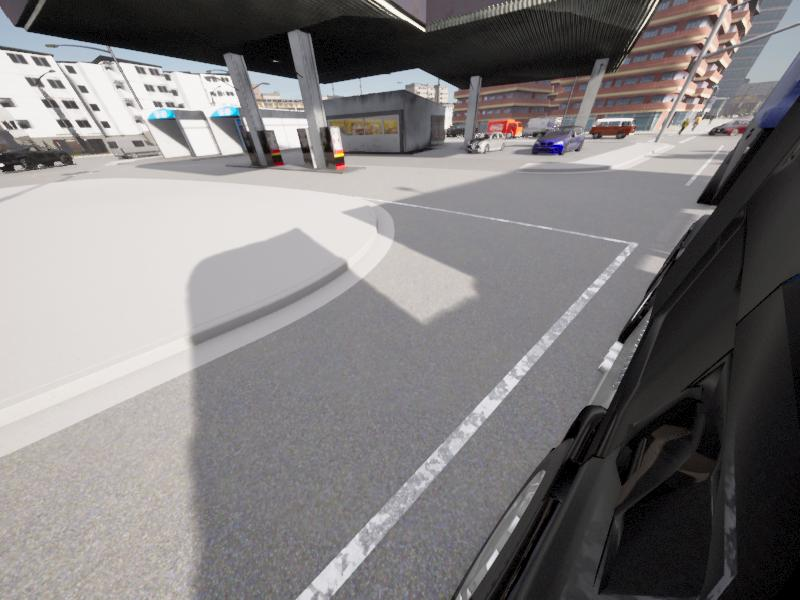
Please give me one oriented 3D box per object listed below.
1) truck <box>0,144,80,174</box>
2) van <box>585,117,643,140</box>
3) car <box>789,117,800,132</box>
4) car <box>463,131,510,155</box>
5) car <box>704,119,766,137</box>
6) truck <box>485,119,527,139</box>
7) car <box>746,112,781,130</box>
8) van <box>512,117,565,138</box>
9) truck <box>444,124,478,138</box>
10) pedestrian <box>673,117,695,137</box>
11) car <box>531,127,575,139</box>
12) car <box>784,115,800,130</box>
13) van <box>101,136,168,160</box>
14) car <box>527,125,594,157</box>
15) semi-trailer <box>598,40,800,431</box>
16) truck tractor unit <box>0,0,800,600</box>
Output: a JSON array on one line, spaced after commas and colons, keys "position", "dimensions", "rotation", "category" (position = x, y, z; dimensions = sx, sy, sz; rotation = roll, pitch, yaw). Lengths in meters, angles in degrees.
[{"position": [-39.083, -15.120, 24.548], "dimensions": [2.390, 2.098, 6.274], "rotation": [-9, 37, -8], "category": "truck"}, {"position": [26.180, -21.072, 28.445], "dimensions": [2.069, 2.038, 4.480], "rotation": [-29, 44, -31], "category": "van"}, {"position": [47.715, -20.554, 26.732], "dimensions": [5.238, 1.638, 1.930], "rotation": [-29, 44, -30], "category": "car"}, {"position": [7.686, -14.011, 20.554], "dimensions": [3.806, 1.475, 1.970], "rotation": [-28, 44, -30], "category": "car"}, {"position": [37.571, -19.354, 25.995], "dimensions": [4.181, 1.385, 1.994], "rotation": [-9, 37, -9], "category": "car"}, {"position": [16.881, -27.418, 37.150], "dimensions": [2.627, 2.467, 5.204], "rotation": [-29, 44, -30], "category": "truck"}, {"position": [51.092, -25.219, 32.555], "dimensions": [4.605, 1.855, 1.932], "rotation": [-28, 44, -30], "category": "car"}, {"position": [21.831, -27.332, 36.759], "dimensions": [2.351, 2.431, 6.366], "rotation": [-29, 44, -30], "category": "van"}, {"position": [12.005, -33.687, 46.142], "dimensions": [2.390, 2.098, 6.274], "rotation": [-29, 44, -30], "category": "truck"}, {"position": [33.332, -20.372, 27.170], "dimensions": [0.751, 1.860, 0.751], "rotation": [17, 41, 24], "category": "pedestrian"}, {"position": [21.690, -23.788, 32.978], "dimensions": [1.895, 1.301, 4.718], "rotation": [-29, 44, -31], "category": "car"}, {"position": [53.105, -23.394, 30.321], "dimensions": [4.792, 1.488, 2.163], "rotation": [-28, 44, -30], "category": "car"}, {"position": [-38.473, -22.408, 33.880], "dimensions": [1.988, 2.561, 5.915], "rotation": [5, 37, 10], "category": "van"}, {"position": [11.957, -11.927, 17.233], "dimensions": [4.611, 1.667, 2.242], "rotation": [-28, 44, -30], "category": "car"}, {"position": [8.691, -3.611, 4.232], "dimensions": [14.254, 4.402, 2.717], "rotation": [-28, 44, -30], "category": "semi-trailer"}, {"position": [2.645, -0.295, 0.351], "dimensions": [6.516, 4.208, 3.053], "rotation": [-28, 44, -30], "category": "truck tractor unit"}]
